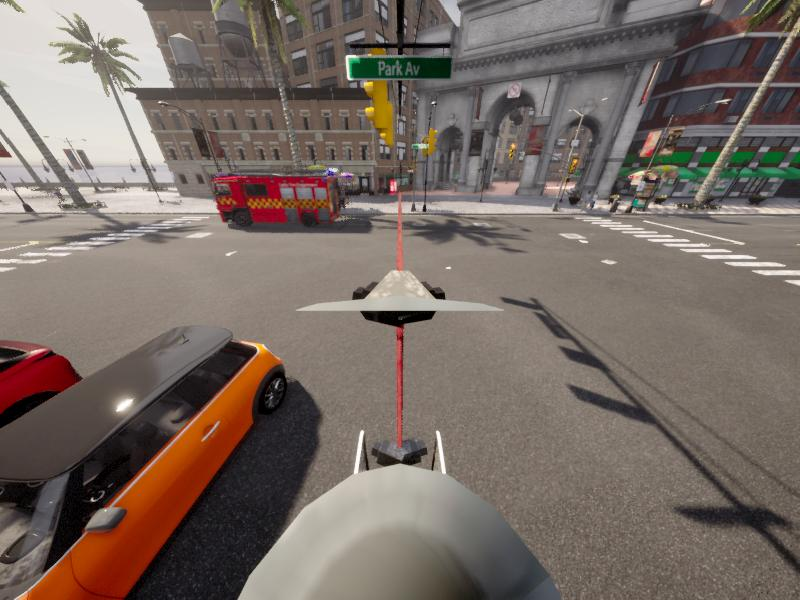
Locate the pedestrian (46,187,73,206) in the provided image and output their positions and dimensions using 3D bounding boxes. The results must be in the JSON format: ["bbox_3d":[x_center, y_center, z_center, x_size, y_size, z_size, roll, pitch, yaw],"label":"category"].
[{"bbox_3d":[-37.722,-11.453,25.630,0.751,1.860,0.751,2,30,3],"label":"pedestrian"}]

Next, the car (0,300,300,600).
[{"bbox_3d":[-3.582,1.982,2.778,2.097,1.767,4.553,5,30,8],"label":"car"}]

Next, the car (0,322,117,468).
[{"bbox_3d":[-7.242,2.219,2.634,2.007,1.525,4.514,5,30,8],"label":"car"}]

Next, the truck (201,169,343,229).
[{"bbox_3d":[-9.103,-7.762,17.629,8.468,3.827,2.891,0,30,0],"label":"truck"}]

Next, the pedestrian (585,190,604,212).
[{"bbox_3d":[18.912,-9.645,22.497,0.751,1.860,0.751,17,34,27],"label":"pedestrian"}]

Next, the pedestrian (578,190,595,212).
[{"bbox_3d":[18.049,-9.579,22.383,0.751,1.860,0.751,18,35,28],"label":"pedestrian"}]
